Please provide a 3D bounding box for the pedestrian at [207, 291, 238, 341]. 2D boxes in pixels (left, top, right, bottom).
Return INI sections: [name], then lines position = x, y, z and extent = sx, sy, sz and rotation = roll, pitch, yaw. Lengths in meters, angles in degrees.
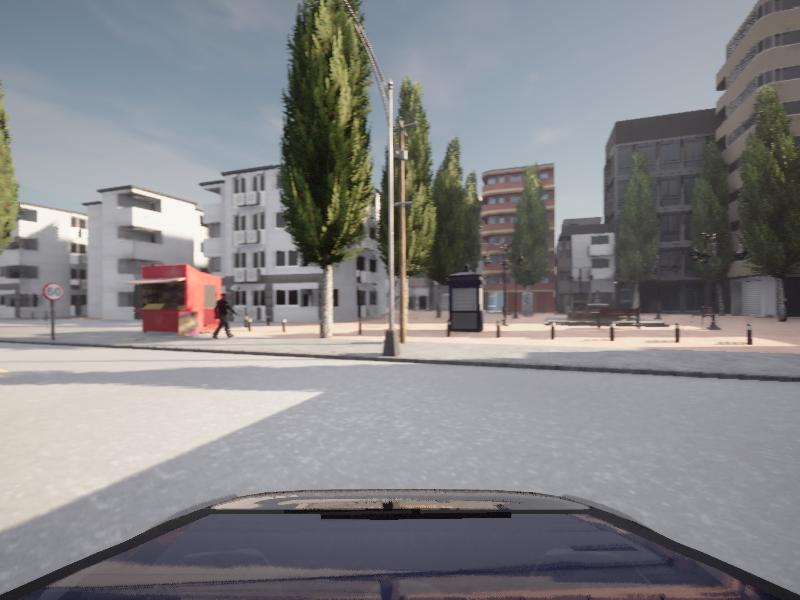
[pedestrian]
position = -6.747, 0.586, 15.249
extent = 0.751, 1.860, 0.751
rotation = 0, 0, 14
